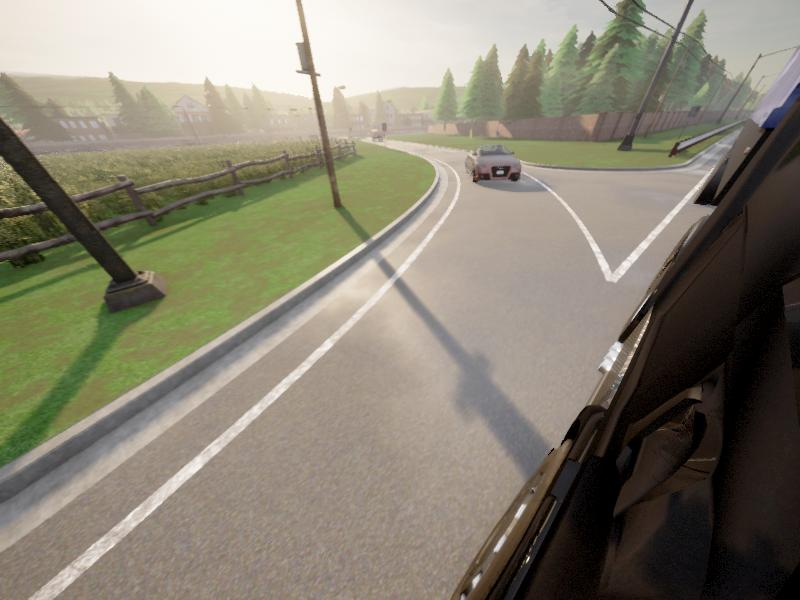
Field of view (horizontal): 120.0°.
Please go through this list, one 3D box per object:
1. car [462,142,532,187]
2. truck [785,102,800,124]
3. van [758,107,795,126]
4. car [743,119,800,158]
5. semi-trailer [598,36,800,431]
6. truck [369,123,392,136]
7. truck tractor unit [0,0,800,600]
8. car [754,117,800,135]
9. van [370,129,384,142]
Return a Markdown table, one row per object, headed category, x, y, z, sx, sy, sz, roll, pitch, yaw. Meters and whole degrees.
| category | x | y | z | sx | sy | sz | roll | pitch | yaw |
| --- | --- | --- | --- | --- | --- | --- | --- | --- | --- |
| car | 4.387 | -6.740 | 11.266 | 1.994 | 1.385 | 4.181 | 1 | 37 | 5 |
| truck | 78.346 | -36.483 | 44.355 | 8.468 | 3.827 | 2.891 | -27 | 43 | -29 |
| van | 64.931 | -31.676 | 39.935 | 6.366 | 2.431 | 2.351 | -27 | 43 | -29 |
| car | 23.587 | -9.991 | 14.186 | 5.027 | 1.651 | 2.152 | -27 | 43 | -29 |
| semi-trailer | 8.662 | -3.626 | 4.268 | 14.254 | 4.402 | 2.717 | -29 | 44 | -30 |
| truck | -7.457 | -66.209 | 89.683 | 8.468 | 3.827 | 2.891 | -27 | 43 | -29 |
| truck tractor unit | 2.645 | -0.295 | 0.351 | 6.516 | 4.208 | 3.053 | -28 | 44 | -30 |
| car | 42.641 | -19.773 | 26.201 | 4.792 | 1.488 | 2.163 | -27 | 43 | -29 |
| van | -4.882 | -34.385 | 48.356 | 2.069 | 2.038 | 4.480 | -11 | 37 | -11 |
